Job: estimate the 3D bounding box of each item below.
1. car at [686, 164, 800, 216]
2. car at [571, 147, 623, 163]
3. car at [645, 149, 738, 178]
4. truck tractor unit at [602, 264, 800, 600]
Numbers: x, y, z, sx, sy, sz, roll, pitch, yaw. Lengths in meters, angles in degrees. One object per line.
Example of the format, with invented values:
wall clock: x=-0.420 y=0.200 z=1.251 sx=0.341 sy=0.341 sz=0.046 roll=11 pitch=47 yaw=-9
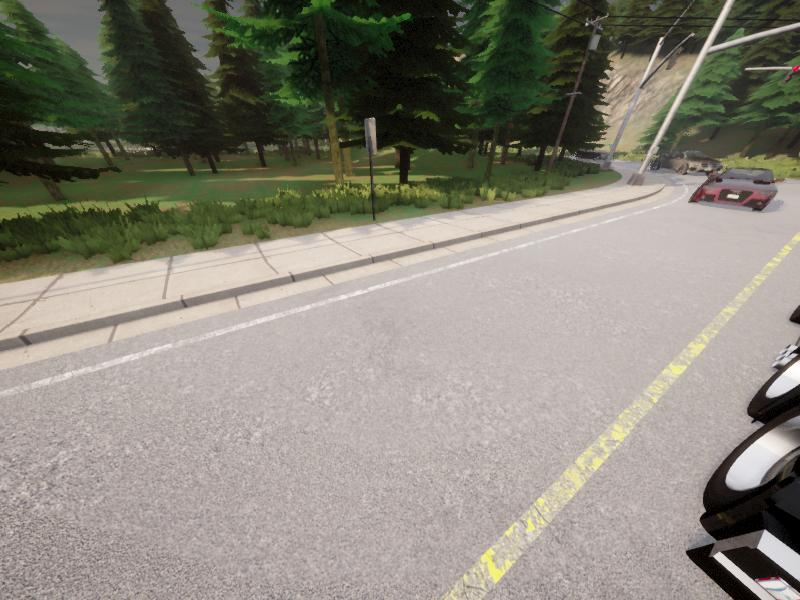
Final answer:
car: x=14.464 y=-4.866 z=9.893 sx=4.181 sy=1.385 sz=1.994 roll=-25 pitch=42 yaw=-31
car: x=25.237 y=-18.824 z=29.887 sx=2.128 sy=1.511 sz=4.902 roll=-4 pitch=35 yaw=-6
car: x=23.615 y=-11.407 z=19.129 sx=2.152 sy=1.651 sz=5.027 roll=7 pitch=36 yaw=10
truck tractor unit: x=5.109 y=-0.303 z=0.781 sx=6.516 sy=4.208 sz=3.053 roll=-18 pitch=39 yaw=-24
